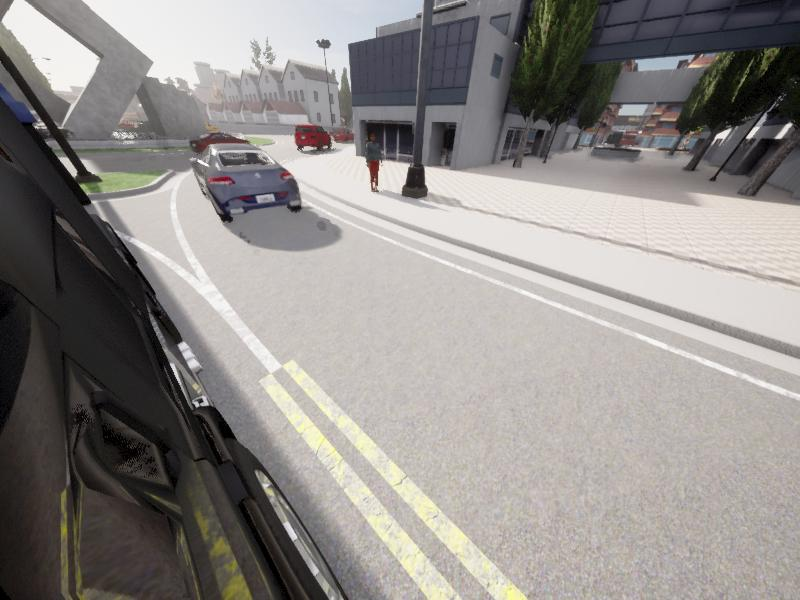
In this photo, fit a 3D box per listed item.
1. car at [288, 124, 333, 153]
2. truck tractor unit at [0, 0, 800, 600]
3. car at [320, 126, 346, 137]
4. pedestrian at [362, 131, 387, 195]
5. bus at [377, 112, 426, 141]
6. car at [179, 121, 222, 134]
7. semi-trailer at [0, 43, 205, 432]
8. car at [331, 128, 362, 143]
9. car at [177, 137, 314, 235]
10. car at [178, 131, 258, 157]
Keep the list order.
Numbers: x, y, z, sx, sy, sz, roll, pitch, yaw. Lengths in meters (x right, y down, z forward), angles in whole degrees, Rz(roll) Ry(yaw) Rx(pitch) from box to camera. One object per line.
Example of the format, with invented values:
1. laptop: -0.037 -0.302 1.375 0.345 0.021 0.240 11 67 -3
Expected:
1. car: -8.630 -16.238 23.097 2.150 2.045 5.566 3 37 1
2. truck tractor unit: -2.645 -0.295 0.351 6.516 4.208 3.053 28 44 30
3. car: -13.910 -35.152 48.251 4.553 1.767 2.097 -26 45 -32
4. pedestrian: -0.899 -4.807 8.169 0.751 1.860 0.751 -4 37 -9
5. bus: 0.360 -34.578 46.329 3.944 4.253 10.273 28 43 30
6. car: -35.572 -30.913 41.400 5.366 1.575 1.801 -3 37 -8
7. semi-trailer: -8.842 -3.517 4.060 14.254 4.402 2.717 27 45 28
8. car: -8.353 -25.879 36.314 2.242 1.667 4.611 19 40 20
9. car: -4.877 -3.819 7.088 2.152 1.651 5.027 -25 45 -32
10. car: -13.531 -11.903 17.558 1.994 1.385 4.181 18 39 19
